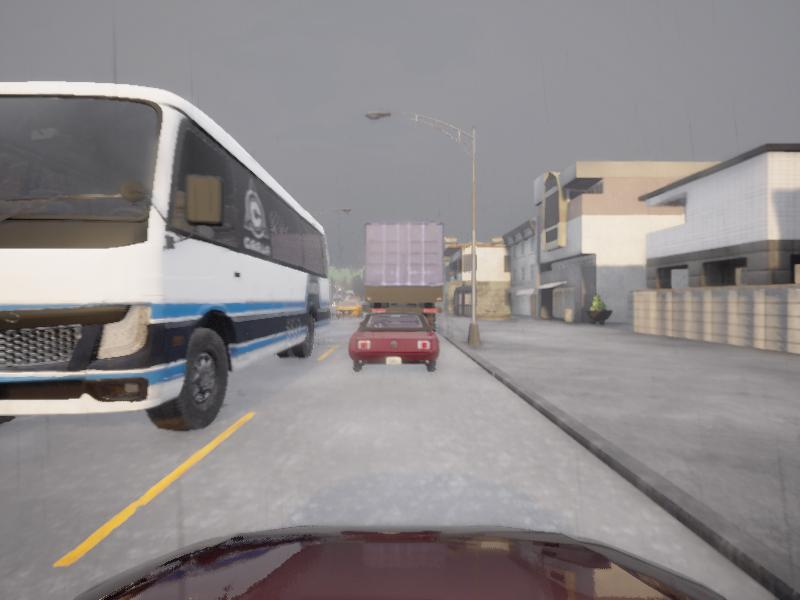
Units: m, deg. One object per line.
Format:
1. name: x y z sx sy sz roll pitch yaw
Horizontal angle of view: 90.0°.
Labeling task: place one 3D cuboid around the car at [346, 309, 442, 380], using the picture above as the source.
1. car: -0.131 0.942 10.313 1.895 1.301 4.718 0 0 0

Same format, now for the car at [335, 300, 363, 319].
1. car: -4.385 0.793 35.373 1.882 1.535 5.008 0 0 0

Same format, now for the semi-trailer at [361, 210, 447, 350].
1. semi-trailer: 0.068 -0.634 19.710 2.717 4.402 14.254 0 0 -1

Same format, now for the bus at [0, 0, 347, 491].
1. bus: -3.789 -0.539 8.444 3.944 4.253 10.273 0 0 0

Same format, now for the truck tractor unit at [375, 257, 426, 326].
1. truck tractor unit: -0.029 -0.549 27.618 3.053 4.208 6.516 0 1 -1
